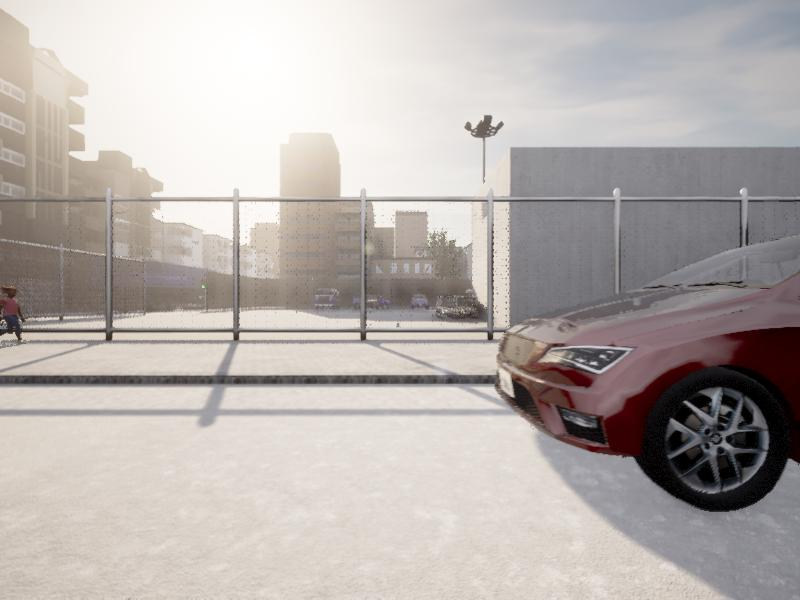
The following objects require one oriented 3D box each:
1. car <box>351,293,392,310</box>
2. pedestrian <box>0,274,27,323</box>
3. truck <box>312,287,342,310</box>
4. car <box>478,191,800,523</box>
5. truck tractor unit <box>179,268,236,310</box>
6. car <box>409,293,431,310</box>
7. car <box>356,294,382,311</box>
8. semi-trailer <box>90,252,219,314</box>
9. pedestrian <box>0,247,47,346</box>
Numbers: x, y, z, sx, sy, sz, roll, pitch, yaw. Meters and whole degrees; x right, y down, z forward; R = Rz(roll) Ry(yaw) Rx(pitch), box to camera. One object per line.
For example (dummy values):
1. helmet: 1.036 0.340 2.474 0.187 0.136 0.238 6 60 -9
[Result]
1. car: -2.600 0.148 37.405 3.705 1.547 1.789 0 0 0
2. pedestrian: -15.360 -0.067 15.698 0.751 1.860 0.751 0 0 0
3. truck: -6.788 -0.090 37.725 2.069 2.038 4.478 0 0 0
4. car: 2.796 0.253 2.690 4.193 1.474 1.816 0 0 0
5. truck tractor unit: -20.707 -1.105 43.508 3.053 4.208 6.516 0 0 0
6. car: 1.851 0.155 37.981 1.845 1.501 3.633 0 0 0
7. car: -2.827 0.220 37.564 2.033 1.415 5.357 0 0 0
8. semi-trailer: -20.689 -1.206 35.596 2.717 4.402 14.254 0 0 0
9. pedestrian: -7.654 -0.071 7.875 0.751 1.860 0.751 0 0 0
